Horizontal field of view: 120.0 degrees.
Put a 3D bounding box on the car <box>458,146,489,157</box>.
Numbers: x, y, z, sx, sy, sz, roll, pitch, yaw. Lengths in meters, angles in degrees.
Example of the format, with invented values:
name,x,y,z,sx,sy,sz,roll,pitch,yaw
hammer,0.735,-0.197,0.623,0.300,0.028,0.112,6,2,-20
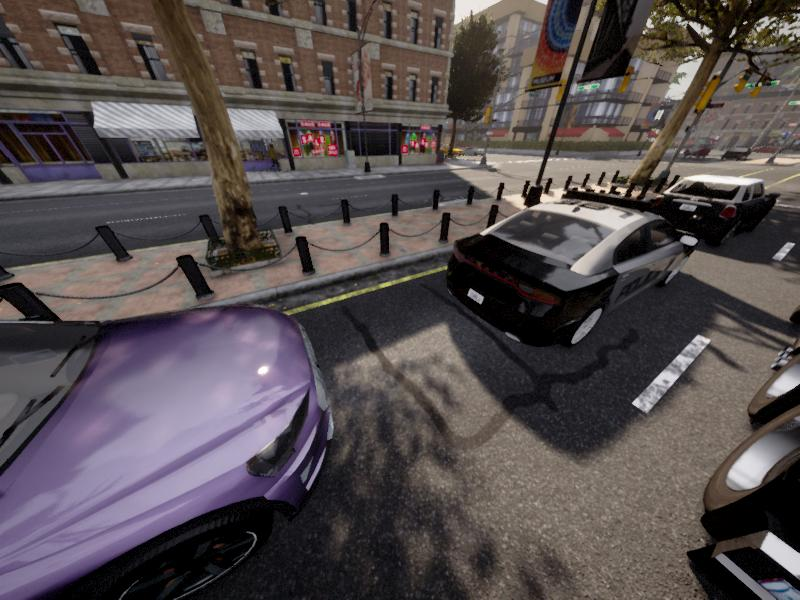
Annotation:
name,x,y,z,sx,sy,sz,roll,pitch,yaw
car,12.259,-25.012,38.812,1.895,1.301,4.718,-18,39,-25

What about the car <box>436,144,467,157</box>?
name,x,y,z,sx,sy,sz,roll,pitch,yaw
car,8.380,-24.970,38.478,1.801,1.575,5.366,-18,39,-25

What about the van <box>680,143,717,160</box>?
name,x,y,z,sx,sy,sz,roll,pitch,yaw
van,44.107,-22.062,34.182,4.442,1.987,1.775,-18,39,-24

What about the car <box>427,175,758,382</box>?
name,x,y,z,sx,sy,sz,roll,pitch,yaw
car,3.223,-0.948,3.934,5.238,1.638,1.930,-18,39,-24

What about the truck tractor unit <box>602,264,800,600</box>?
name,x,y,z,sx,sy,sz,roll,pitch,yaw
truck tractor unit,5.118,-0.289,0.800,6.516,4.208,3.053,-18,39,-25

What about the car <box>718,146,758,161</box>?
name,x,y,z,sx,sy,sz,roll,pitch,yaw
car,47.917,-20.856,32.777,5.238,1.638,1.930,-18,39,-24

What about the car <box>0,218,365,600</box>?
name,x,y,z,sx,sy,sz,roll,pitch,yaw
car,-2.881,1.054,1.034,4.856,1.649,2.033,-18,39,-24

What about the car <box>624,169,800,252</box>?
name,x,y,z,sx,sy,sz,roll,pitch,yaw
car,9.132,-2.811,6.788,3.806,1.475,1.970,-16,38,-22

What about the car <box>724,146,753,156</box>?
name,x,y,z,sx,sy,sz,roll,pitch,yaw
car,64.747,-28.581,44.170,5.357,1.411,2.033,-18,39,-24

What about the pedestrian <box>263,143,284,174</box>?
name,x,y,z,sx,sy,sz,roll,pitch,yaw
pedestrian,-9.147,-10.265,16.719,0.751,1.860,0.751,-17,39,-23
